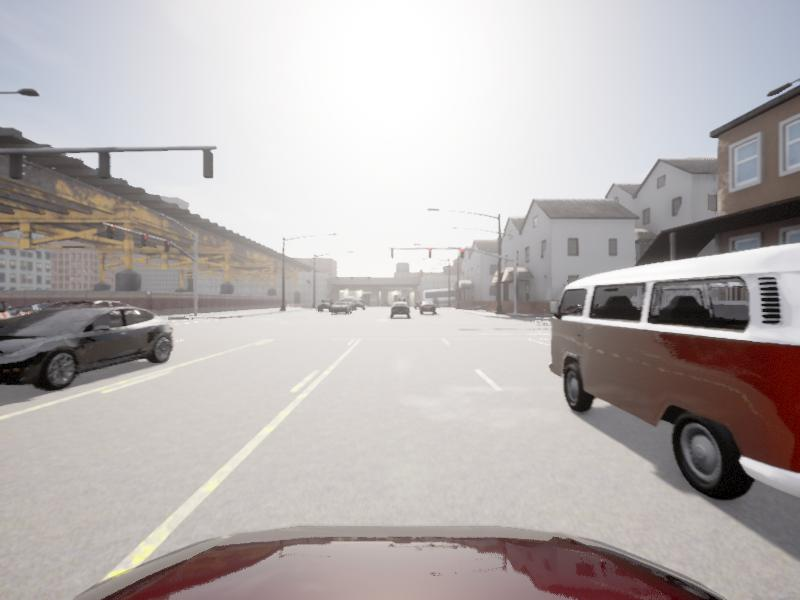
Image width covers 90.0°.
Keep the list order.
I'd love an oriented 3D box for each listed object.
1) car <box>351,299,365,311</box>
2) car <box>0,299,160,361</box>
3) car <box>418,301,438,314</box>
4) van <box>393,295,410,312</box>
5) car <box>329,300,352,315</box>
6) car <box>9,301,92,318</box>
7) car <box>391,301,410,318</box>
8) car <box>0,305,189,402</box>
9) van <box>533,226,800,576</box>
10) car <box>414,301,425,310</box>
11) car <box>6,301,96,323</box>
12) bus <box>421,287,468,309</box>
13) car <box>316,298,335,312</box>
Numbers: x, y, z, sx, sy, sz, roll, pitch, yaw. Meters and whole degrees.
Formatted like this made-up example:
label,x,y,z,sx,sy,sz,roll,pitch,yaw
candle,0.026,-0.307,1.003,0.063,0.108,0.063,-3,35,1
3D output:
label,x,y,z,sx,sy,sz,roll,pitch,yaw
car,-6.948,0.772,67.071,1.905,1.878,3.866,0,1,0
car,-10.489,0.805,13.142,2.152,1.651,5.027,0,0,0
car,3.379,0.924,49.038,2.128,1.511,4.902,0,0,1
van,0.208,0.484,59.578,2.351,2.431,6.366,0,0,-1
car,-6.949,0.855,47.177,1.930,1.638,5.238,0,0,0
car,-27.233,0.694,31.356,1.853,1.218,4.536,0,0,29
car,0.033,0.918,39.827,1.837,1.490,4.892,0,0,0
car,-6.960,0.867,8.719,2.163,1.488,4.792,0,0,0
van,3.298,0.582,4.569,2.069,2.038,4.480,0,0,0
car,3.570,0.959,75.241,1.851,1.617,3.988,0,0,0
car,-27.208,0.852,31.401,2.038,1.542,4.974,0,0,29
bus,10.400,-0.488,93.975,10.273,4.253,3.944,-4,0,0
car,-10.455,0.748,56.393,1.905,1.878,3.866,0,0,0
